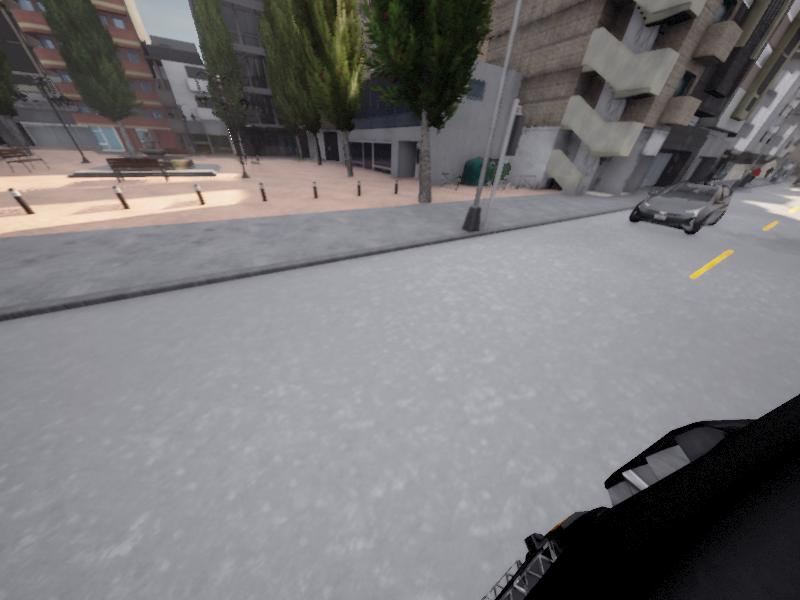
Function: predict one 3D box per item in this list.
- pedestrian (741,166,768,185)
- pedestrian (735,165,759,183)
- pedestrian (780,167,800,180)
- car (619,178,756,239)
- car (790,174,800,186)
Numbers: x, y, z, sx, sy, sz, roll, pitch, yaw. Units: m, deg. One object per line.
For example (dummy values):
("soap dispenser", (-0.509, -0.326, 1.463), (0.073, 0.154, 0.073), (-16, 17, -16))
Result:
("pedestrian", (40.926, -14.421, 26.702), (0.751, 1.860, 0.751), (-13, 37, -23))
("pedestrian", (42.810, -15.522, 28.490), (0.751, 1.860, 0.751), (-17, 39, -27))
("pedestrian", (64.439, -20.907, 38.197), (0.751, 1.860, 0.751), (-11, 36, -20))
("car", (11.122, -3.725, 8.969), (4.514, 1.525, 2.007), (-16, 38, -26))
("car", (55.519, -16.283, 31.331), (4.718, 1.301, 1.895), (-16, 38, -26))
